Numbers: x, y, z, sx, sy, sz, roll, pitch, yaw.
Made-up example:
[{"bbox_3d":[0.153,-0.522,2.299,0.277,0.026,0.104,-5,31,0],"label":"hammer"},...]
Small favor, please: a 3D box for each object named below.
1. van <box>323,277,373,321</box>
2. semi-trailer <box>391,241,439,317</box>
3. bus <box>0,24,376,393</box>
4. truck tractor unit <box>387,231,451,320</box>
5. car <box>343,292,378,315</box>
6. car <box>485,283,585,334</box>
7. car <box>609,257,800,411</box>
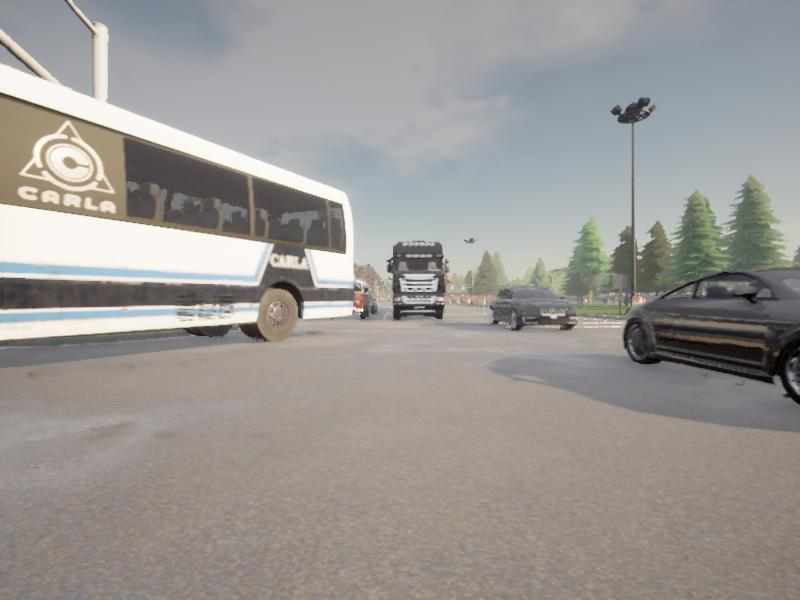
[{"bbox_3d":[-2.617,-0.023,21.028,2.069,2.038,4.480,0,0,0],"label":"van"},{"bbox_3d":[0.774,-1.218,30.080,2.717,4.402,14.254,0,0,-1],"label":"semi-trailer"},{"bbox_3d":[-5.003,-1.129,7.969,3.944,4.253,10.273,2,2,30],"label":"bus"},{"bbox_3d":[0.866,-1.121,22.171,3.053,4.208,6.516,0,0,-1],"label":"truck tractor unit"},{"bbox_3d":[-2.707,0.228,28.543,2.038,1.542,4.974,0,0,-1],"label":"car"},{"bbox_3d":[4.463,0.241,14.119,1.837,1.490,4.892,0,0,-1],"label":"car"},{"bbox_3d":[4.571,0.305,4.710,1.994,1.385,4.181,0,0,0],"label":"car"}]
